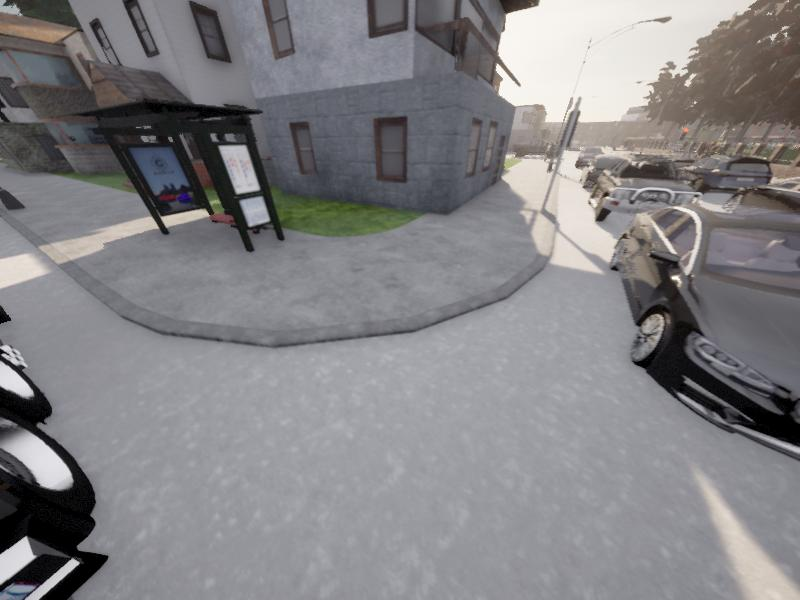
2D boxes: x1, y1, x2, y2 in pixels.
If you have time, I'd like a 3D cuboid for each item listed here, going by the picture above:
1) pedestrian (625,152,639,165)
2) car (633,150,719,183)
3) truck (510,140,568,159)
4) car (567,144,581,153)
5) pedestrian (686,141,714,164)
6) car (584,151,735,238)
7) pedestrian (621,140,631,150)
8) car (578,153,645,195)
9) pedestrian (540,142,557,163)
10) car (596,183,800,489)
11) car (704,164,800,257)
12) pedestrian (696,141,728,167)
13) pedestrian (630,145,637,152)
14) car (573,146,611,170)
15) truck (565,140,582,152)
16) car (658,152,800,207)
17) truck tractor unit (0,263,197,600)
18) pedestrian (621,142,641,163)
[{"bbox_3d":[23.812,-14.584,23.733,0.500,1.100,0.500,-22,41,-28],"label":"pedestrian"},{"bbox_3d":[18.363,-9.235,15.781,2.128,1.511,4.902,16,38,22],"label":"car"},{"bbox_3d":[19.181,-21.044,32.226,6.274,2.098,2.390,24,42,31],"label":"truck"},{"bbox_3d":[36.308,-31.703,48.339,1.812,1.442,4.674,18,39,24],"label":"car"},{"bbox_3d":[29.138,-14.328,22.468,0.751,1.860,0.751,18,39,24],"label":"pedestrian"},{"bbox_3d":[7.986,-3.871,7.849,1.932,1.855,4.605,18,39,24],"label":"car"},{"bbox_3d":[46.856,-32.158,47.922,0.751,1.860,0.751,21,40,27],"label":"pedestrian"},{"bbox_3d":[11.468,-7.201,12.936,1.837,1.490,4.892,18,39,24],"label":"car"},{"bbox_3d":[16.032,-15.964,24.925,0.751,1.860,0.751,-22,40,-28],"label":"pedestrian"},{"bbox_3d":[4.424,-0.327,3.111,2.128,1.511,4.902,20,40,26],"label":"car"},{"bbox_3d":[11.348,-2.556,6.249,2.128,1.511,4.902,18,39,25],"label":"car"},{"bbox_3d":[27.817,-13.037,20.625,0.751,1.860,0.751,18,39,25],"label":"pedestrian"},{"bbox_3d":[43.038,-27.970,42.605,0.500,1.100,0.500,16,38,23],"label":"pedestrian"},{"bbox_3d":[17.626,-13.259,21.470,2.033,1.649,4.856,19,39,25],"label":"car"},{"bbox_3d":[40.596,-36.239,54.241,2.390,2.098,6.274,18,39,24],"label":"truck"},{"bbox_3d":[14.881,-5.893,10.908,2.033,1.649,4.856,17,38,23],"label":"car"},{"bbox_3d":[-5.113,-0.298,0.780,6.516,4.208,3.053,18,39,24],"label":"truck tractor unit"},{"bbox_3d":[25.611,-16.369,25.615,0.751,1.860,0.751,18,39,24],"label":"pedestrian"}]
